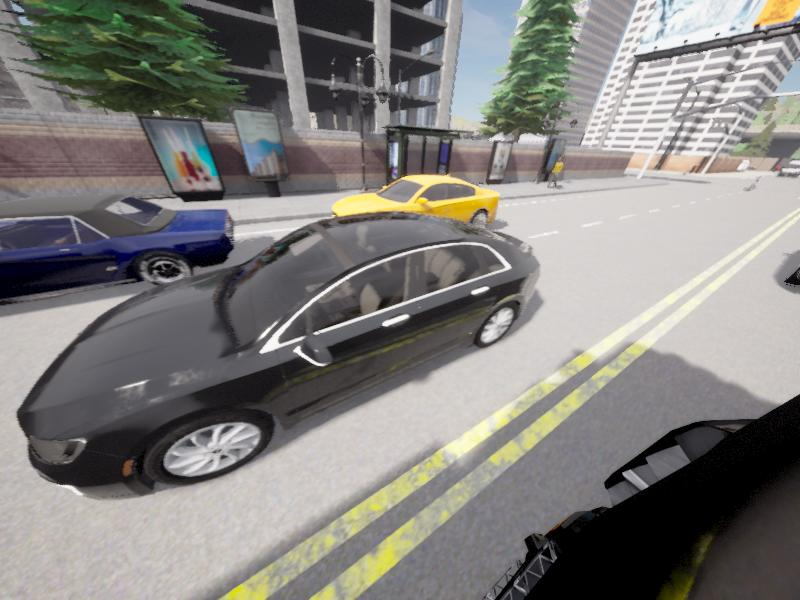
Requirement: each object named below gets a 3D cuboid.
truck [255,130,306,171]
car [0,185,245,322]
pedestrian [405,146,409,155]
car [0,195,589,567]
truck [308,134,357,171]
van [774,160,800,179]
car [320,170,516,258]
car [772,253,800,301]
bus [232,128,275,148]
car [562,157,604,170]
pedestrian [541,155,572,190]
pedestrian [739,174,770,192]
[{"bbox_3d":[-9.862,-12.239,18.937,2.615,2.467,5.204,-16,38,-26],"label":"truck"},{"bbox_3d":[-5.374,-0.840,3.592,4.718,1.301,1.895,-16,38,-26],"label":"car"},{"bbox_3d":[1.792,-38.270,59.083,0.751,1.860,0.751,-22,41,-32],"label":"pedestrian"},{"bbox_3d":[-0.420,-0.107,2.665,4.892,1.490,1.837,-16,38,-26],"label":"car"},{"bbox_3d":[-6.136,-13.324,20.814,2.615,2.467,5.204,-16,38,-26],"label":"truck"},{"bbox_3d":[69.322,-23.043,40.736,5.915,2.561,1.988,-16,38,-26],"label":"van"},{"bbox_3d":[0.627,-2.680,6.535,5.008,1.535,1.882,-16,38,-26],"label":"car"},{"bbox_3d":[10.204,-1.001,4.604,5.238,1.638,1.930,-16,38,-26],"label":"car"},{"bbox_3d":[-44.274,-49.082,70.167,10.273,4.253,3.944,-16,38,-26],"label":"bus"},{"bbox_3d":[32.033,-24.101,40.623,1.801,1.575,5.366,-16,38,-25],"label":"car"},{"bbox_3d":[9.744,-7.945,14.413,0.751,1.860,0.751,-14,37,-23],"label":"pedestrian"},{"bbox_3d":[29.650,-9.799,19.337,0.751,1.300,0.751,-13,37,-22],"label":"pedestrian"}]
